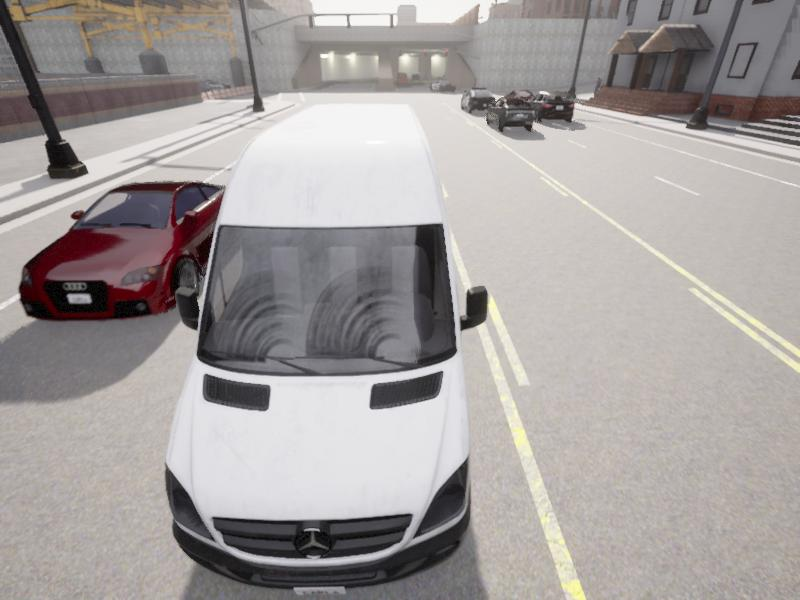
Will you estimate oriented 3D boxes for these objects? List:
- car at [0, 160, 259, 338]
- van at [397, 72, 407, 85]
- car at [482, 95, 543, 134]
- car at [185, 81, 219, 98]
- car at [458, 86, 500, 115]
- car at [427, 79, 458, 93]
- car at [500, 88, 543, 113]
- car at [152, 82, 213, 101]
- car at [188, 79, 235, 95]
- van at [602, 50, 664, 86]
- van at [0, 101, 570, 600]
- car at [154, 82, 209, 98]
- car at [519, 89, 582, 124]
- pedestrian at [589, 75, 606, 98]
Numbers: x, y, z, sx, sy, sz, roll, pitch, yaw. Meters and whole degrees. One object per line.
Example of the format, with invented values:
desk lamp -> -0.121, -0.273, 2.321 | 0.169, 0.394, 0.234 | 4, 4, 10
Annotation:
car -> -4.063, -1.173, 6.657 | 1.994, 1.385, 4.181 | -1, 30, -1
van -> 0.368, -42.129, 76.119 | 1.775, 1.987, 4.442 | -1, 30, -2
car -> 6.111, -10.463, 22.398 | 2.007, 1.525, 4.514 | -1, 30, -1
car -> -22.553, -23.983, 45.460 | 2.038, 1.542, 4.974 | -21, 36, -32
car -> 5.942, -15.371, 30.681 | 1.930, 1.638, 5.238 | -1, 30, -2
car -> 5.546, -28.670, 53.542 | 2.038, 1.542, 4.974 | -10, 32, -19
car -> 9.531, -15.948, 31.865 | 1.812, 1.442, 4.674 | -1, 30, -2
car -> -22.459, -21.658, 41.482 | 2.038, 1.542, 4.974 | 25, 38, 36
car -> -23.439, -26.683, 50.080 | 2.038, 1.542, 4.974 | 15, 33, 24
van -> 27.396, -27.361, 47.278 | 5.915, 2.561, 1.988 | -10, 30, 4
van -> -0.524, -0.541, 4.417 | 1.988, 2.561, 5.915 | -1, 30, -1
car -> -22.494, -21.774, 41.369 | 1.853, 1.218, 4.536 | 25, 38, 36
car -> 9.537, -12.570, 25.857 | 2.242, 1.667, 4.611 | 0, 30, -1
pedestrian -> 18.779, -20.286, 37.980 | 0.751, 1.860, 0.751 | -10, 32, -16
